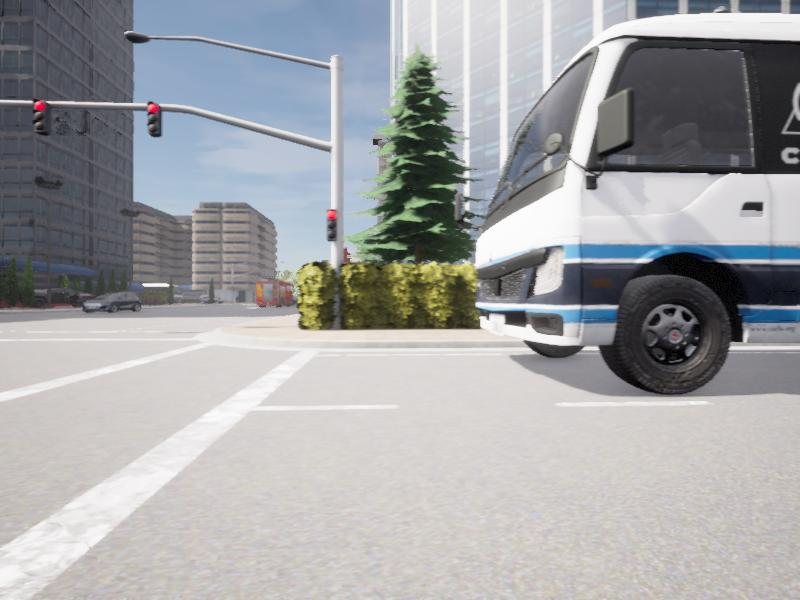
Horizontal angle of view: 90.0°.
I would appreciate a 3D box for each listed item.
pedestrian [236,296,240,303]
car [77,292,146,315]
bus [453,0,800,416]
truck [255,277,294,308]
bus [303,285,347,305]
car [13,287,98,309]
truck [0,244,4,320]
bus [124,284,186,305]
[{"bbox_3d":[-40.105,-0.102,99.054,0.751,1.860,0.751,0,0,-6],"label":"pedestrian"},{"bbox_3d":[-22.173,0.174,31.072,2.033,1.649,4.856,0,1,-3],"label":"car"},{"bbox_3d":[6.204,-1.130,5.636,10.273,4.253,3.944,0,0,-3],"label":"bus"},{"bbox_3d":[-16.335,-0.912,52.835,2.891,3.827,8.468,0,0,-3],"label":"truck"},{"bbox_3d":[-17.177,-1.119,91.060,10.273,4.253,3.944,0,0,35],"label":"bus"},{"bbox_3d":[-35.901,-0.199,41.930,2.390,2.098,6.274,0,0,27],"label":"car"},{"bbox_3d":[-21.417,-0.924,16.033,2.891,3.827,8.468,0,0,-2],"label":"truck"},{"bbox_3d":[-49.724,-1.129,81.486,10.273,4.253,3.944,0,0,-3],"label":"bus"}]
